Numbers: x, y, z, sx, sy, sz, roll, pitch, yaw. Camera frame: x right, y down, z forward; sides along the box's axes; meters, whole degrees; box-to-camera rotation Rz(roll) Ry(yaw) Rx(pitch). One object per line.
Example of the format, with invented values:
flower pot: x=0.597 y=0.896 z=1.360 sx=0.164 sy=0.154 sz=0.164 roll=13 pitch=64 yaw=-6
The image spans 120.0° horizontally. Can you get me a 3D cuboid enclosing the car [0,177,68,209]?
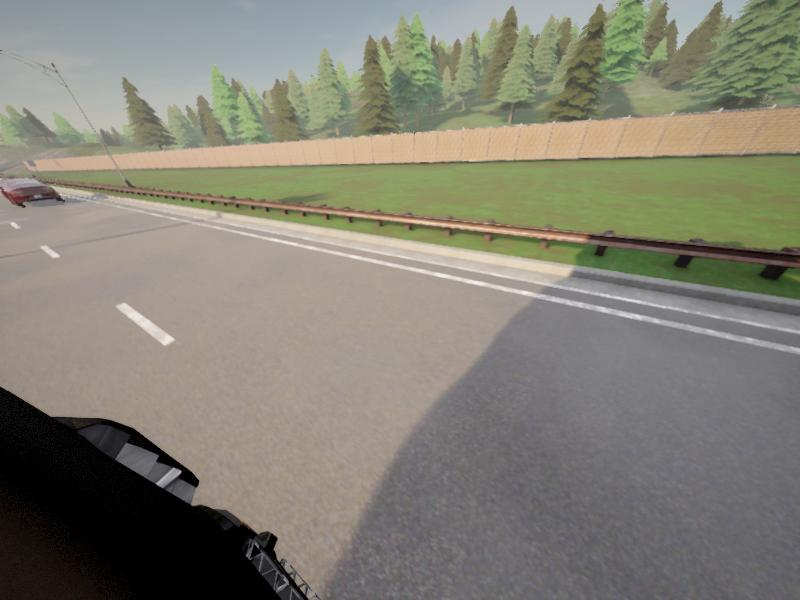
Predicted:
car: x=-24.217 y=-7.084 z=15.078 sx=4.674 sy=1.442 sz=1.812 roll=16 pitch=38 yaw=26
